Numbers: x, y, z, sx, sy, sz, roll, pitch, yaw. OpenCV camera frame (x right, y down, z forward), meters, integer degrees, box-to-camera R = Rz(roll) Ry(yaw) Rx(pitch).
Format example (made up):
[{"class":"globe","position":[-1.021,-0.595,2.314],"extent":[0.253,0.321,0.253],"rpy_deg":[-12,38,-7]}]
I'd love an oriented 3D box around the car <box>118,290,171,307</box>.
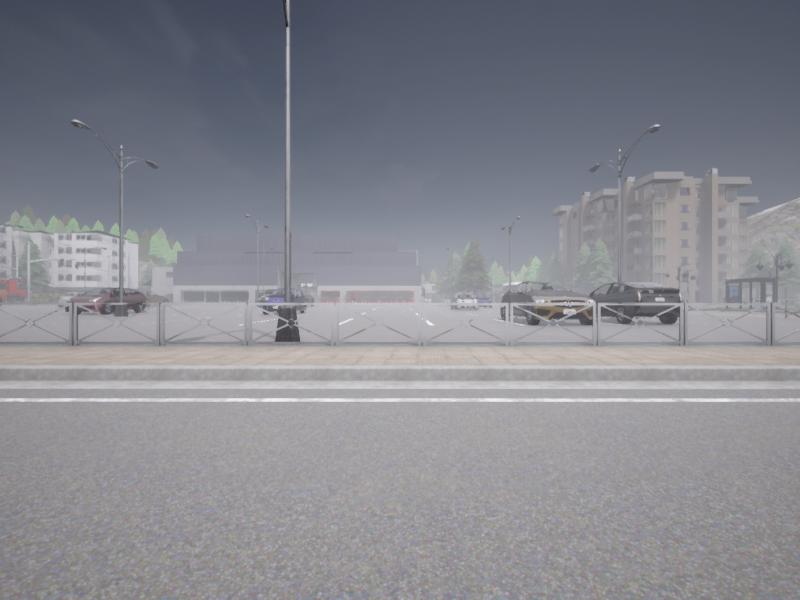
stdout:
[{"class":"car","position":[-25.903,-0.103,40.831],"extent":[2.152,1.636,5.027],"rpy_deg":[0,0,0]}]

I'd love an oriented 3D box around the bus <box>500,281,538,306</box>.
[{"class":"bus","position":[22.008,-1.139,74.763],"extent":[3.944,4.253,10.273],"rpy_deg":[0,0,-1]}]

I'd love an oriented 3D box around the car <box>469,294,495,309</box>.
[{"class":"car","position":[8.379,0.117,41.228],"extent":[1.845,1.501,3.633],"rpy_deg":[0,0,0]}]

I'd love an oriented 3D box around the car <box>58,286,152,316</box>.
[{"class":"car","position":[-16.521,0.042,22.769],"extent":[2.007,1.523,4.514],"rpy_deg":[0,0,0]}]

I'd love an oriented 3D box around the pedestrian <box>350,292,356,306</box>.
[{"class":"pedestrian","position":[-5.995,-0.130,51.026],"extent":[0.751,1.860,0.751],"rpy_deg":[0,0,0]}]

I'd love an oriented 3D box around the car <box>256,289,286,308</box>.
[{"class":"car","position":[-13.109,-0.180,40.877],"extent":[1.905,1.878,3.866],"rpy_deg":[0,0,0]}]

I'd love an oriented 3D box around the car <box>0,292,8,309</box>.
[{"class":"car","position":[-35.957,0.042,33.423],"extent":[2.007,1.523,4.514],"rpy_deg":[0,0,0]}]

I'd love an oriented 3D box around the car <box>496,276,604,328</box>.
[{"class":"car","position":[5.345,0.074,15.130],"extent":[2.152,1.636,5.027],"rpy_deg":[0,0,0]}]

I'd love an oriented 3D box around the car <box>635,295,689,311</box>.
[{"class":"car","position":[25.857,0.251,39.737],"extent":[2.163,1.488,4.792],"rpy_deg":[0,0,-1]}]

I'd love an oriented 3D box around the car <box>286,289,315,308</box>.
[{"class":"car","position":[-10.205,-0.159,41.299],"extent":[1.932,1.855,4.605],"rpy_deg":[0,0,0]}]

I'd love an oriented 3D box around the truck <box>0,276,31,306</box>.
[{"class":"truck","position":[-51.168,-1.116,49.054],"extent":[2.891,3.827,8.468],"rpy_deg":[0,0,14]}]

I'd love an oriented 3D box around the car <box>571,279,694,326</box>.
[{"class":"car","position":[8.481,0.083,15.194],"extent":[2.007,1.523,4.514],"rpy_deg":[0,0,0]}]

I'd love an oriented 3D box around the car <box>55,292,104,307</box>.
[{"class":"car","position":[-32.319,-0.024,40.485],"extent":[1.970,1.475,3.806],"rpy_deg":[0,0,0]}]

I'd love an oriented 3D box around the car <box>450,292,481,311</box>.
[{"class":"car","position":[5.426,0.128,33.796],"extent":[1.970,1.475,3.806],"rpy_deg":[0,0,0]}]

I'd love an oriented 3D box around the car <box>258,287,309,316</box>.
[{"class":"car","position":[-6.528,0.063,22.762],"extent":[1.845,1.501,3.633],"rpy_deg":[0,0,0]}]
